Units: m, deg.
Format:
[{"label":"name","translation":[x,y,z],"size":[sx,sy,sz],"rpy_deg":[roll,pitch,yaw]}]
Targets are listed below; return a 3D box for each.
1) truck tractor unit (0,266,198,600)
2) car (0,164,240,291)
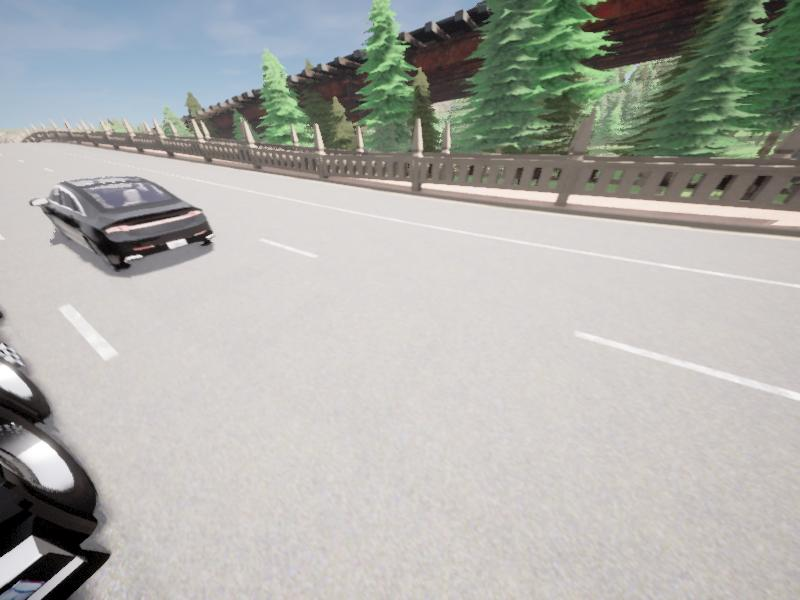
[{"label":"truck tractor unit","translation":[-5.094,-0.323,0.746],"size":[6.516,4.208,3.053],"rpy_deg":[19,39,23]},{"label":"car","translation":[-6.594,-2.069,5.481],"size":[4.902,1.511,2.128],"rpy_deg":[20,40,23]}]
